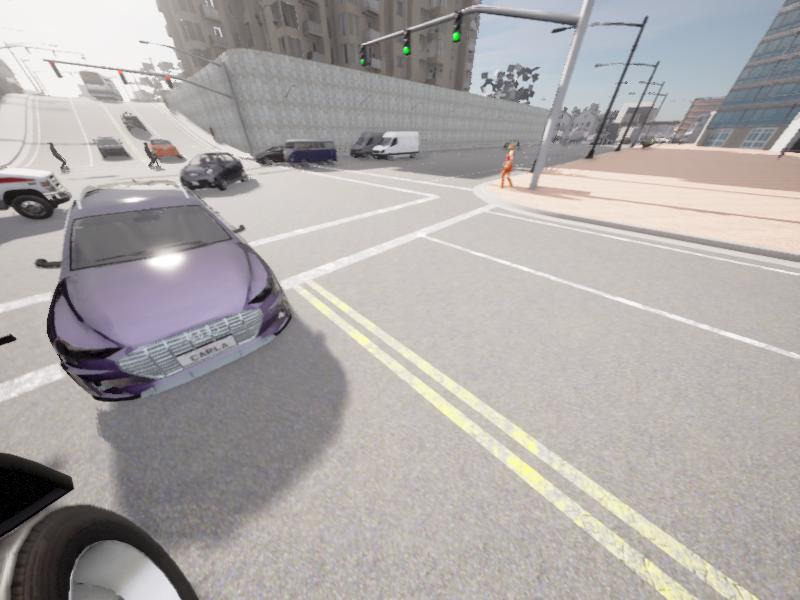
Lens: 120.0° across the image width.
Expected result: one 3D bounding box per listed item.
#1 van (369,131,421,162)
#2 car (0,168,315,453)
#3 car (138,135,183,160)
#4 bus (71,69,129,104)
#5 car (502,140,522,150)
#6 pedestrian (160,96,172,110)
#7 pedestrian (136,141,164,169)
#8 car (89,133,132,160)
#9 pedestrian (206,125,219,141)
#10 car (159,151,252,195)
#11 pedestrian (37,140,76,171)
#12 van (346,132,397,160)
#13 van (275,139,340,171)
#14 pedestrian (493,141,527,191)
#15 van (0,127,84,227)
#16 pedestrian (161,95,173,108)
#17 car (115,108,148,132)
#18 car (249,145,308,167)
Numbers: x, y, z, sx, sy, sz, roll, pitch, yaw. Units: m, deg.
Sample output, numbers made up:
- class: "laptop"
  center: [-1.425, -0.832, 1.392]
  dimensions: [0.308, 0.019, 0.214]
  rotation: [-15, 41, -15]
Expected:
- class: "van"
  center: [-0.401, -16.816, 25.246]
  dimensions: [1.988, 2.561, 5.915]
  rotation: [30, 45, 35]
- class: "car"
  center: [-3.560, -0.774, 3.539]
  dimensions: [2.033, 1.649, 4.856]
  rotation: [-28, 45, -35]
- class: "car"
  center: [-25.142, -16.104, 24.287]
  dimensions: [4.553, 1.767, 2.097]
  rotation: [31, 46, 30]
- class: "bus"
  center: [-62.130, -44.241, 48.324]
  dimensions: [3.944, 4.253, 10.273]
  rotation: [-21, 41, -27]
- class: "car"
  center: [20.986, -29.034, 43.240]
  dimensions: [1.789, 1.549, 3.705]
  rotation: [30, 45, 35]
- class: "pedestrian"
  center: [-43.136, -36.214, 42.562]
  dimensions: [0.751, 1.860, 0.751]
  rotation: [28, 44, 33]
- class: "pedestrian"
  center: [-20.067, -11.661, 18.537]
  dimensions: [0.751, 1.860, 0.751]
  rotation: [29, 45, 34]
- class: "car"
  center: [-29.442, -15.678, 23.466]
  dimensions: [5.238, 1.638, 1.930]
  rotation: [34, 47, 31]
- class: "pedestrian"
  center: [-26.902, -23.961, 33.139]
  dimensions: [0.751, 1.860, 0.751]
  rotation: [-29, 45, -34]
- class: "car"
  center: [-9.493, -6.578, 11.757]
  dimensions: [1.845, 1.501, 3.633]
  rotation: [-4, 36, -6]
- class: "pedestrian"
  center: [-25.297, -10.664, 17.080]
  dimensions: [0.751, 1.860, 0.751]
  rotation: [30, 45, 35]
- class: "van"
  center: [-3.110, -18.116, 27.065]
  dimensions: [1.988, 2.561, 5.915]
  rotation: [30, 45, 35]
- class: "van"
  center: [-7.463, -12.135, 19.153]
  dimensions: [1.775, 1.987, 4.442]
  rotation: [25, 42, 31]
- class: "pedestrian"
  center: [4.896, -6.006, 10.388]
  dimensions: [0.751, 1.860, 0.751]
  rotation: [26, 43, 32]
- class: "van"
  center: [-13.936, -2.978, 5.933]
  dimensions: [2.351, 2.431, 6.366]
  rotation: [30, 45, 35]
- class: "pedestrian"
  center: [-44.281, -37.725, 43.902]
  dimensions: [0.751, 1.860, 0.751]
  rotation: [27, 44, 33]
- class: "car"
  center: [-38.185, -25.584, 32.909]
  dimensions: [1.932, 1.855, 4.605]
  rotation: [-30, 57, -35]
- class: "car"
  center: [-11.063, -13.306, 21.232]
  dimensions: [4.193, 1.474, 1.816]
  rotation: [-25, 42, -30]
